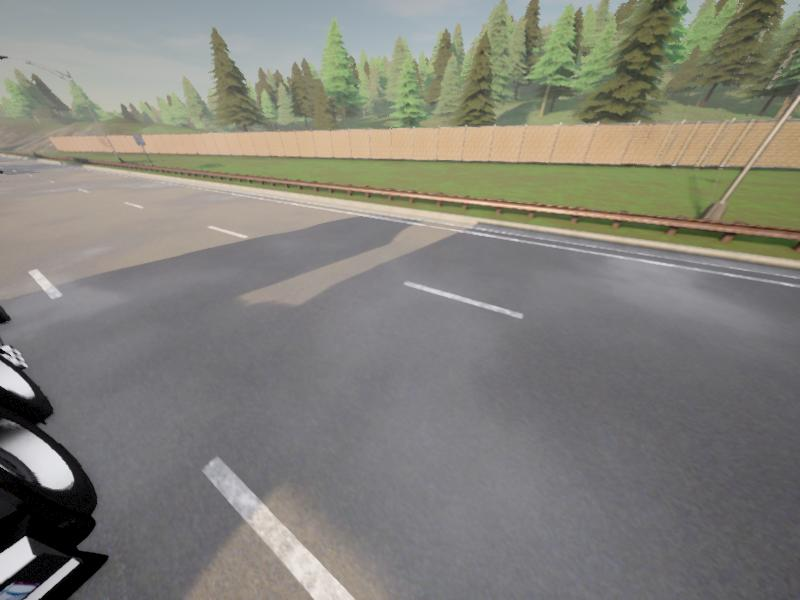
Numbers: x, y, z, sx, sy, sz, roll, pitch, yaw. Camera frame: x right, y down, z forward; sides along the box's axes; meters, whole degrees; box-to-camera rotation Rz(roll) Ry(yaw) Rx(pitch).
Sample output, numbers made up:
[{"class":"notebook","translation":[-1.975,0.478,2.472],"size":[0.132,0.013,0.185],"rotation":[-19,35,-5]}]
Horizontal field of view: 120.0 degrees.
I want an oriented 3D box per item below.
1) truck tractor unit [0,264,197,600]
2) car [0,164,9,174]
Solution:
[{"class":"truck tractor unit","translation":[-5.116,-0.295,0.783],"size":[6.516,4.208,3.053],"rotation":[18,39,24]},{"class":"car","translation":[-36.677,-11.744,19.912],"size":[4.902,1.511,2.128],"rotation":[18,39,24]}]
